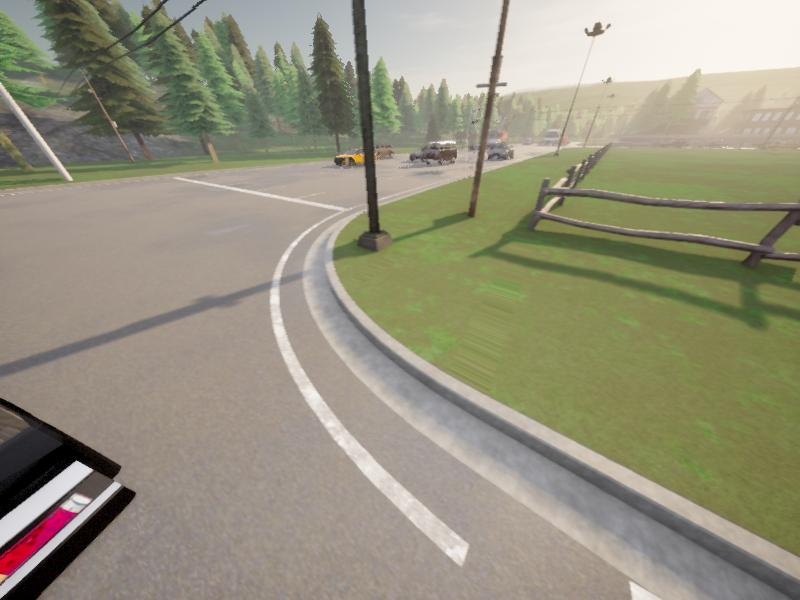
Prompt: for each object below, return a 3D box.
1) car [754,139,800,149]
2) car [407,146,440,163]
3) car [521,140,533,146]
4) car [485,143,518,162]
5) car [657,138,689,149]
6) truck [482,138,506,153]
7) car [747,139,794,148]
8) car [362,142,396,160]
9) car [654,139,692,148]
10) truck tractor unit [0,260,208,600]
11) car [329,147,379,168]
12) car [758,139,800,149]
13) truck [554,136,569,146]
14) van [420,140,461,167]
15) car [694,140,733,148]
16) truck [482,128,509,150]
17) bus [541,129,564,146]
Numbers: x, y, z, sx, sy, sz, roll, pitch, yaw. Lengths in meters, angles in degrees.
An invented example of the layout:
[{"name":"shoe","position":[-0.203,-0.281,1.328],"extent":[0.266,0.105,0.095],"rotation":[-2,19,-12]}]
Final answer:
[{"name":"car","position":[78.288,-32.336,47.871],"extent":[5.008,1.535,1.882],"rotation":[22,41,28]},{"name":"car","position":[2.775,-17.005,26.912],"extent":[1.816,1.474,4.193],"rotation":[22,41,28]},{"name":"car","position":[43.140,-53.403,78.495],"extent":[2.152,1.651,5.027],"rotation":[22,41,28]},{"name":"car","position":[12.352,-17.950,27.980],"extent":[2.242,1.667,4.611],"rotation":[22,41,28]},{"name":"car","position":[60.322,-34.669,51.112],"extent":[3.866,1.878,1.905],"rotation":[22,41,28]},{"name":"truck","position":[18.023,-29.627,44.201],"extent":[2.390,2.098,6.274],"rotation":[19,40,27]},{"name":"car","position":[80.273,-34.001,50.224],"extent":[5.008,1.535,1.882],"rotation":[22,41,28]},{"name":"car","position":[-2.638,-19.709,30.479],"extent":[1.932,1.855,4.605],"rotation":[22,41,28]},{"name":"car","position":[62.796,-36.046,53.250],"extent":[5.238,1.638,1.930],"rotation":[22,41,28]},{"name":"truck tractor unit","position":[-5.283,-0.074,0.463],"extent":[6.516,4.208,3.053],"rotation":[10,36,14]},{"name":"car","position":[-4.475,-14.583,23.486],"extent":[1.882,1.535,5.008],"rotation":[22,41,28]},{"name":"car","position":[76.001,-30.792,45.690],"extent":[5.366,1.575,1.801],"rotation":[22,41,28]},{"name":"truck","position":[49.092,-48.295,70.153],"extent":[2.627,2.467,5.204],"rotation":[22,41,28]},{"name":"van","position":[4.161,-14.895,23.391],"extent":[2.069,2.038,4.480],"rotation":[22,41,28]},{"name":"car","position":[70.707,-35.305,52.244],"extent":[4.792,1.488,2.163],"rotation":[22,41,28]},{"name":"truck","position":[22.346,-37.397,53.726],"extent":[2.891,3.827,8.468],"rotation":[22,41,28]},{"name":"bus","position":[49.226,-52.501,74.594],"extent":[3.944,4.253,10.273],"rotation":[22,41,28]}]
